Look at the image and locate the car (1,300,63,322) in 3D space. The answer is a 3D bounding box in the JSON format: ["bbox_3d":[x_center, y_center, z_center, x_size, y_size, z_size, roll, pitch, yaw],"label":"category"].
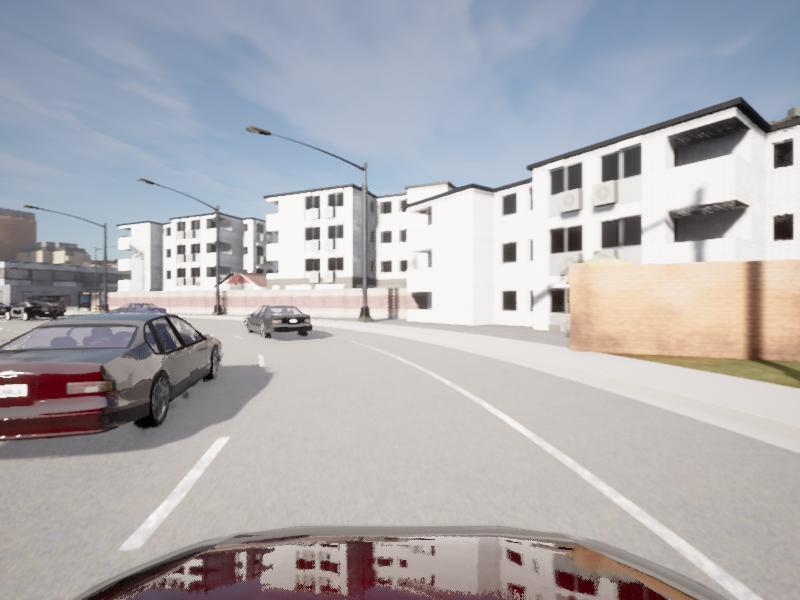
[{"bbox_3d":[-29.320,0.790,31.842,5.238,1.638,1.930,0,0,27],"label":"car"}]

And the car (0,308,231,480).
[{"bbox_3d":[-4.193,0.897,6.171,2.033,1.411,5.357,0,0,-13],"label":"car"}]

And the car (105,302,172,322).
[{"bbox_3d":[-20.454,0.905,31.191,5.357,1.411,2.033,0,0,28],"label":"car"}]

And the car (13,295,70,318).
[{"bbox_3d":[-34.426,0.590,38.409,5.566,2.045,2.150,0,0,26],"label":"car"}]

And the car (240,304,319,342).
[{"bbox_3d":[-5.633,0.894,18.158,2.033,1.411,5.357,0,0,-33],"label":"car"}]

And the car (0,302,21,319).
[{"bbox_3d":[-36.084,0.919,35.328,5.357,1.411,2.033,0,0,26],"label":"car"}]
